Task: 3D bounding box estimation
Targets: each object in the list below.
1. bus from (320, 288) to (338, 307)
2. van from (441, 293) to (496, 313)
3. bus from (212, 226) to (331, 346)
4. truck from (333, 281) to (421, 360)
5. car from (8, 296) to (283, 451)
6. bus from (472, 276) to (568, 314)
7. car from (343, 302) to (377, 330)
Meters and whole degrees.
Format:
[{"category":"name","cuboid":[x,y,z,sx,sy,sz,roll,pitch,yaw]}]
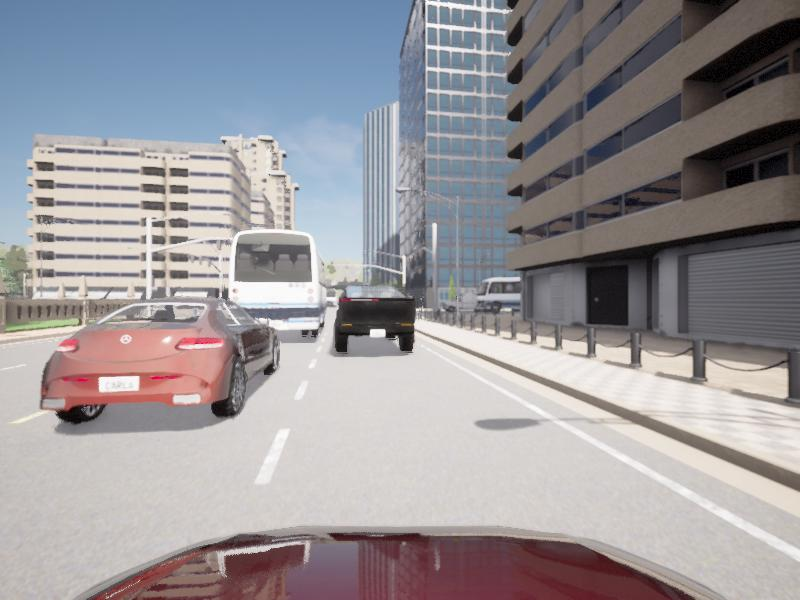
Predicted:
[{"category":"bus","cuboid":[-16.745,-0.469,95.195,3.944,4.253,10.273,0,0,-8]},{"category":"van","cuboid":[8.591,0.361,50.547,6.366,2.431,2.351,0,0,-8]},{"category":"bus","cuboid":[-5.486,-0.518,19.558,3.944,4.253,10.273,0,0,-8]},{"category":"truck","cuboid":[-1.030,0.553,13.955,2.390,2.098,6.274,0,0,-8]},{"category":"car","cuboid":[-3.487,0.786,6.908,2.152,1.651,5.027,0,0,-8]},{"category":"bus","cuboid":[14.184,-0.553,47.689,10.273,4.253,3.944,0,0,-8]},{"category":"car","cuboid":[-2.439,0.872,23.674,1.816,1.474,4.193,0,0,-8]}]
